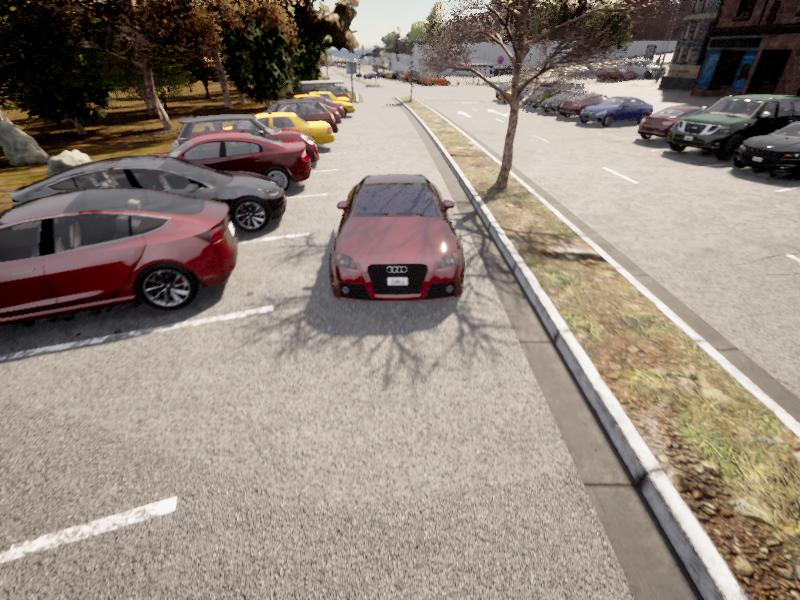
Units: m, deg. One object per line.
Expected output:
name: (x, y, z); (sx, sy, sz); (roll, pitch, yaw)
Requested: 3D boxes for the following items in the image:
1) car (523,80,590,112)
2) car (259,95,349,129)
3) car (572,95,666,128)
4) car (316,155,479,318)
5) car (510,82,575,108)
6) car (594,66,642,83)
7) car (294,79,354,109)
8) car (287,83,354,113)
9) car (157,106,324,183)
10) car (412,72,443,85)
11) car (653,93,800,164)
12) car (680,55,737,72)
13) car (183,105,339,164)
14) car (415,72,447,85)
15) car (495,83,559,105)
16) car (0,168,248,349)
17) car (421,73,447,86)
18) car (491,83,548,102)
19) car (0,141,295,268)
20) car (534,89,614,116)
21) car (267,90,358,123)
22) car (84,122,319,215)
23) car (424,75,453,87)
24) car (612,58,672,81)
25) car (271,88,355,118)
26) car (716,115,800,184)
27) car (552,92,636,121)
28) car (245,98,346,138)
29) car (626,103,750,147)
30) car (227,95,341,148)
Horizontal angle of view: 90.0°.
car: (12.045, -15.825, 30.951); (4.442, 1.987, 1.878); (-12, 33, -21)
car: (-5.615, -11.116, 23.554); (4.674, 1.452, 2.002); (-13, 33, -19)
car: (12.718, -11.046, 23.326); (4.674, 1.452, 2.002); (-12, 33, -20)
car: (-0.074, -1.414, 7.044); (1.994, 1.385, 4.181); (-1, 30, -1)
car: (11.952, -17.292, 33.655); (4.553, 1.767, 2.185); (-13, 33, -21)
car: (26.378, -27.392, 48.592); (2.002, 1.452, 4.674); (-21, 37, -22)
car: (-6.347, -17.341, 33.659); (4.442, 1.987, 1.878); (-14, 32, -20)
car: (-6.185, -15.744, 31.130); (4.553, 1.767, 2.185); (-13, 33, -20)
car: (-5.098, -5.277, 13.253); (4.553, 1.767, 2.185); (-12, 32, -18)
car: (5.403, -43.769, 78.971); (5.566, 2.045, 2.435); (-16, 34, -26)
car: (13.103, -6.710, 15.355); (5.566, 2.045, 2.435); (-11, 33, -19)
car: (38.224, -29.478, 49.773); (2.231, 1.521, 4.892); (-21, 37, -22)
car: (-5.348, -6.632, 15.813); (5.366, 1.575, 1.946); (-12, 33, -18)
car: (5.882, -42.249, 76.385); (5.566, 2.045, 2.435); (-16, 34, -26)
car: (11.509, -18.665, 36.235); (5.366, 1.575, 1.946); (-13, 33, -22)
car: (-4.867, -0.651, 5.658); (4.792, 1.488, 2.163); (-12, 32, -17)
car: (6.319, -40.704, 73.806); (4.442, 1.987, 1.878); (-16, 34, -26)
car: (11.600, -20.177, 38.895); (4.792, 1.488, 2.163); (-13, 33, -22)
car: (-4.867, -2.165, 8.242); (4.792, 1.488, 2.163); (-12, 32, -18)
car: (12.362, -14.130, 28.511); (4.892, 1.521, 2.231); (-12, 33, -21)
car: (-5.633, -12.689, 26.149); (5.366, 1.575, 1.946); (-13, 32, -20)
car: (-4.965, -3.678, 10.768); (5.008, 1.535, 2.097); (-12, 32, -18)
car: (6.885, -39.135, 71.336); (4.553, 1.767, 2.185); (-16, 34, -25)
car: (29.330, -28.137, 48.715); (2.435, 2.045, 5.566); (-21, 37, -22)
car: (-6.168, -14.099, 28.569); (5.366, 1.575, 1.946); (-13, 33, -20)
car: (13.231, -4.973, 12.890); (5.008, 1.535, 2.097); (-11, 33, -19)
car: (12.539, -12.573, 25.931); (4.674, 1.452, 2.002); (-12, 32, -21)
car: (-5.448, -9.623, 21.002); (4.674, 1.452, 2.002); (-13, 33, -19)
car: (13.002, -7.996, 18.124); (4.674, 1.452, 2.002); (-11, 32, -20)
car: (-5.278, -8.277, 18.374); (4.553, 1.767, 2.185); (-13, 33, -19)
